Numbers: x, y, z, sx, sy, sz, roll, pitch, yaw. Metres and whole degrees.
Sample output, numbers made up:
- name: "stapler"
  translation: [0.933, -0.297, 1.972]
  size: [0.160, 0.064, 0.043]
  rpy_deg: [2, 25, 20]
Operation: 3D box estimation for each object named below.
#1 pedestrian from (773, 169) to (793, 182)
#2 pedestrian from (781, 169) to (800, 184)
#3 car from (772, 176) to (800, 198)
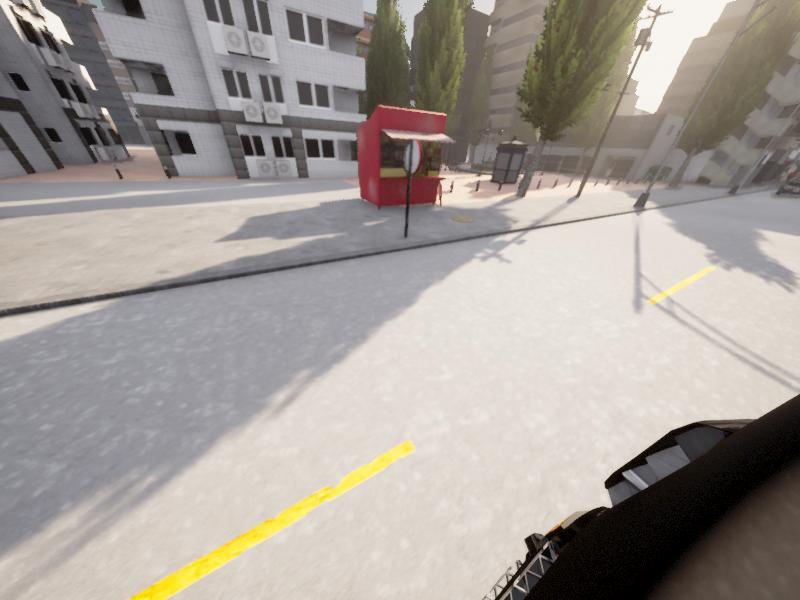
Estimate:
- name: "pedestrian"
  translation: [60.677, -19.729, 36.622]
  size: [0.751, 1.860, 0.751]
  rpy_deg: [-13, 37, -22]
- name: "pedestrian"
  translation: [59.127, -18.704, 34.951]
  size: [0.751, 1.860, 0.751]
  rpy_deg: [-20, 40, -31]
- name: "car"
  translation: [36.980, -10.416, 21.229]
  size: [4.514, 1.525, 2.007]
  rpy_deg: [-15, 38, -25]
